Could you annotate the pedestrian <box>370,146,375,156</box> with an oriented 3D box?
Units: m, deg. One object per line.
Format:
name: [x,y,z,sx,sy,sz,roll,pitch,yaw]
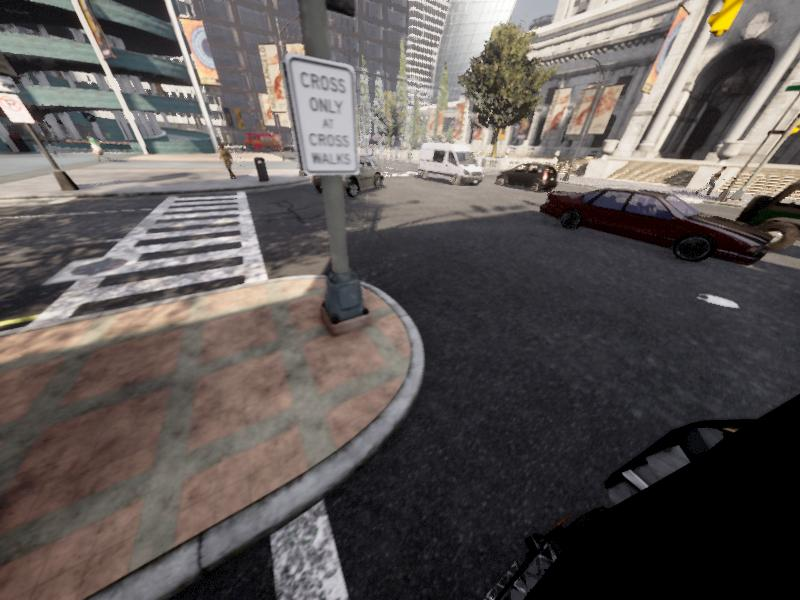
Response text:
pedestrian: [-6.098,-32.642,50.654,0.751,1.860,0.751,-19,39,-29]

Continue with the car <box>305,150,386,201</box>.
car: [-2.518,-6.729,12.199,1.932,1.855,4.605,14,35,14]

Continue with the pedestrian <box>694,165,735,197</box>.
pedestrian: [21.408,-8.119,15.753,0.751,1.860,0.751,-17,38,-27]

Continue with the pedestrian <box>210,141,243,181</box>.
pedestrian: [-9.564,-7.691,12.824,0.751,1.860,0.751,-3,34,-9]

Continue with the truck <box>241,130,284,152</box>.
truck: [-32.760,-37.941,55.204,8.468,3.827,2.891,11,34,12]

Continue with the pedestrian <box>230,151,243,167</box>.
pedestrian: [-13.884,-11.975,19.645,0.500,1.100,0.500,-5,34,-11]

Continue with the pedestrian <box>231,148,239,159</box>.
pedestrian: [-19.348,-17.188,27.092,0.500,1.100,0.500,-13,37,-22]

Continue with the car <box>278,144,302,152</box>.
car: [-27.356,-37.725,57.437,4.902,1.511,2.128,13,35,15]

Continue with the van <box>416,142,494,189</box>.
van: [3.755,-10.306,17.449,1.988,2.561,5.915,-17,38,-27]

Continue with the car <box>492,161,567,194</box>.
car: [8.911,-8.740,16.315,1.851,1.617,3.988,-17,38,-27]

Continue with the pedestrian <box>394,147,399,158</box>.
pedestrian: [-0.757,-29.744,46.684,0.751,1.860,0.751,-13,37,-23]

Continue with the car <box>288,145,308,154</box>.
car: [-23.041,-33.954,52.144,4.181,1.385,1.994,22,38,26]

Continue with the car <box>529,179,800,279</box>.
car: [7.320,-2.641,7.204,2.033,1.411,5.357,-17,38,-27]

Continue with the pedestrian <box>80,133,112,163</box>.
pedestrian: [-23.516,-11.744,17.899,0.751,1.860,0.751,30,42,34]

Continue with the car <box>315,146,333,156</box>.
car: [-15.443,-30.399,47.178,1.789,1.549,3.705,-26,43,-36]

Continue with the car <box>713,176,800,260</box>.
car: [12.149,-2.001,6.147,1.905,1.878,3.866,-17,38,-27]
